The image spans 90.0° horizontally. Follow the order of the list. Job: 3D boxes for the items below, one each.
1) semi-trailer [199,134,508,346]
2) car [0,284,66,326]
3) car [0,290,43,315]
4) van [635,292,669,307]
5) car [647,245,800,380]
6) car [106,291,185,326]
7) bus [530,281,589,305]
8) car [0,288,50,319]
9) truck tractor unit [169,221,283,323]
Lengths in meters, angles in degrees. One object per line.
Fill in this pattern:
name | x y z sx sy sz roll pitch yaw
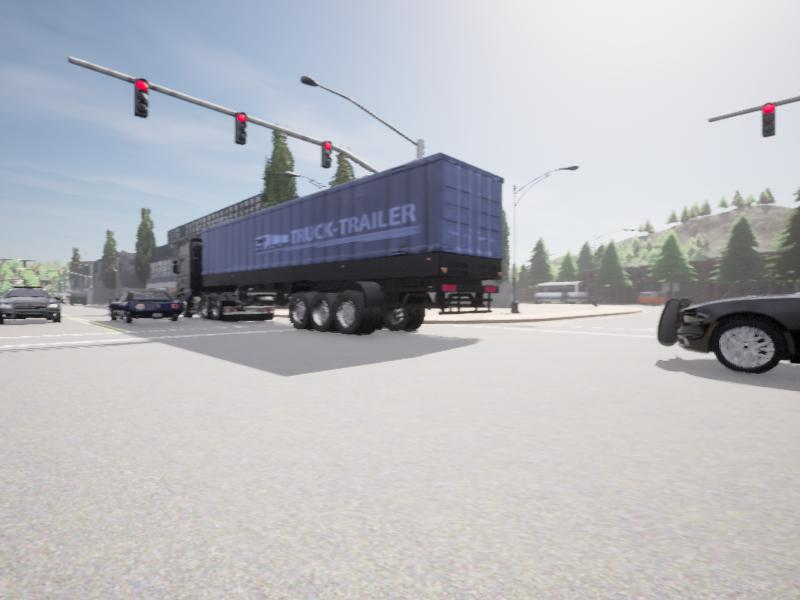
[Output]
semi-trailer | -3.235 -1.256 14.308 2.717 4.402 14.254 0 0 -45
car | -15.901 0.176 17.101 2.038 1.542 4.974 0 0 -45
car | -25.327 0.159 26.561 2.128 1.511 4.902 0 0 -45
van | 34.678 -0.117 55.154 1.775 1.987 4.442 0 0 -2
car | 6.234 0.159 4.805 1.930 1.638 5.238 0 0 -45
car | -11.040 0.295 17.182 1.895 1.301 4.718 0 0 -45
bus | 31.107 -1.311 78.572 3.944 4.253 10.273 0 0 -34
car | -20.830 0.164 22.049 2.007 1.525 4.514 0 0 -45
truck tractor unit | -8.824 -1.176 19.912 3.053 4.208 6.516 0 1 -45
